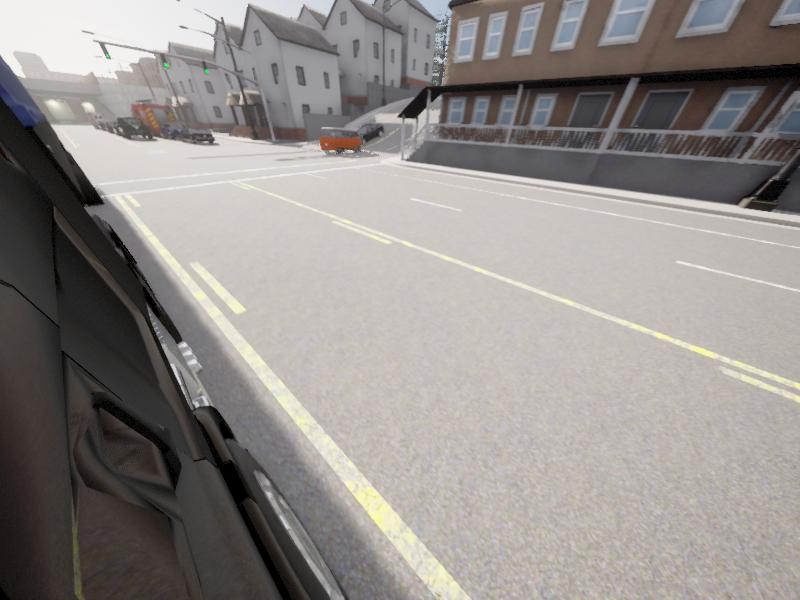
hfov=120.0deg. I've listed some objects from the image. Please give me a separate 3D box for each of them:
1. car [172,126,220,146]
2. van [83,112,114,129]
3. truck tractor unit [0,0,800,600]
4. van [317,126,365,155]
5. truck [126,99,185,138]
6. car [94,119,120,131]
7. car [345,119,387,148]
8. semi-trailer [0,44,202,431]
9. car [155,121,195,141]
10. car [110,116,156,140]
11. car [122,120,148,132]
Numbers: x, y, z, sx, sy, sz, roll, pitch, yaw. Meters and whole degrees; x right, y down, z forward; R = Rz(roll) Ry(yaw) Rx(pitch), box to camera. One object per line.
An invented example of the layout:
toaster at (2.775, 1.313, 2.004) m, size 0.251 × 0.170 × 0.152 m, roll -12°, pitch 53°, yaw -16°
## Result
car at (-21.892, -17.628, 24.756) m, size 5.357 × 1.411 × 2.033 m, roll 26°, pitch 43°, yaw 28°
van at (-57.506, -34.201, 44.064) m, size 6.366 × 2.431 × 2.351 m, roll 27°, pitch 44°, yaw 30°
truck tractor unit at (-2.645, -0.295, 0.351) m, size 6.516 × 4.208 × 3.053 m, roll 28°, pitch 44°, yaw 30°
van at (-5.424, -15.192, 22.072) m, size 1.775 × 1.987 × 4.442 m, roll 21°, pitch 39°, yaw 23°
truck at (-33.545, -24.797, 31.648) m, size 8.468 × 3.827 × 2.891 m, roll 28°, pitch 44°, yaw 30°
car at (-49.900, -29.788, 39.357) m, size 4.892 × 1.490 × 1.837 m, roll 28°, pitch 44°, yaw 30°
car at (-4.000, -20.165, 27.893) m, size 1.882 × 1.535 × 5.008 m, roll 27°, pitch 59°, yaw 29°
semi-trailer at (-8.702, -3.587, 4.246) m, size 14.254 × 4.402 × 2.717 m, roll 28°, pitch 44°, yaw 30°
car at (-27.507, -20.756, 28.282) m, size 4.553 × 1.767 × 2.097 m, roll 28°, pitch 44°, yaw 30°
car at (-31.189, -20.069, 26.960) m, size 5.566 × 2.045 × 2.150 m, roll 28°, pitch 44°, yaw 30°
car at (-47.722, -31.382, 41.581) m, size 4.902 × 1.511 × 2.128 m, roll 28°, pitch 44°, yaw 30°
